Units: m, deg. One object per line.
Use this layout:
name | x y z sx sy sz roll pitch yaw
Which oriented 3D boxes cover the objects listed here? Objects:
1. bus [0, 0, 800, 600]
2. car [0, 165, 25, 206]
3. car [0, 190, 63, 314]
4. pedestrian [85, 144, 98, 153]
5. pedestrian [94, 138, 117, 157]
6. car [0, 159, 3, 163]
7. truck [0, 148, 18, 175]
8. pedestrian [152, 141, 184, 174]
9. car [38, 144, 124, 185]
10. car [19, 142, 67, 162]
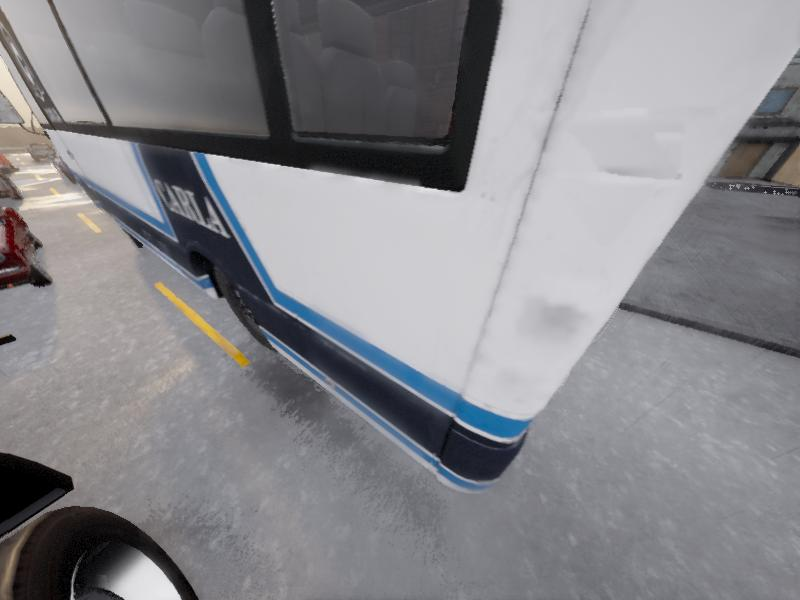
bus | -2.733 -2.453 3.705 10.273 4.253 3.944 24 41 27
car | -17.481 -4.739 9.316 4.181 1.385 1.994 23 41 29
car | -8.251 -0.966 4.094 4.718 1.301 1.895 23 41 29
pedestrian | -46.414 -22.830 34.761 0.500 1.100 0.500 9 36 13
pedestrian | -35.600 -18.444 27.975 0.751 1.860 0.751 12 37 16
car | -40.889 -14.293 22.241 3.866 1.878 1.905 22 40 28
truck | -30.096 -10.290 16.152 5.204 2.467 2.627 23 41 29
pedestrian | -15.780 -9.726 15.756 0.751 1.860 0.751 25 42 31
car | -19.514 -8.411 14.141 4.553 1.767 2.097 23 41 28
car | -38.402 -15.952 24.839 4.856 1.649 2.033 22 41 29
